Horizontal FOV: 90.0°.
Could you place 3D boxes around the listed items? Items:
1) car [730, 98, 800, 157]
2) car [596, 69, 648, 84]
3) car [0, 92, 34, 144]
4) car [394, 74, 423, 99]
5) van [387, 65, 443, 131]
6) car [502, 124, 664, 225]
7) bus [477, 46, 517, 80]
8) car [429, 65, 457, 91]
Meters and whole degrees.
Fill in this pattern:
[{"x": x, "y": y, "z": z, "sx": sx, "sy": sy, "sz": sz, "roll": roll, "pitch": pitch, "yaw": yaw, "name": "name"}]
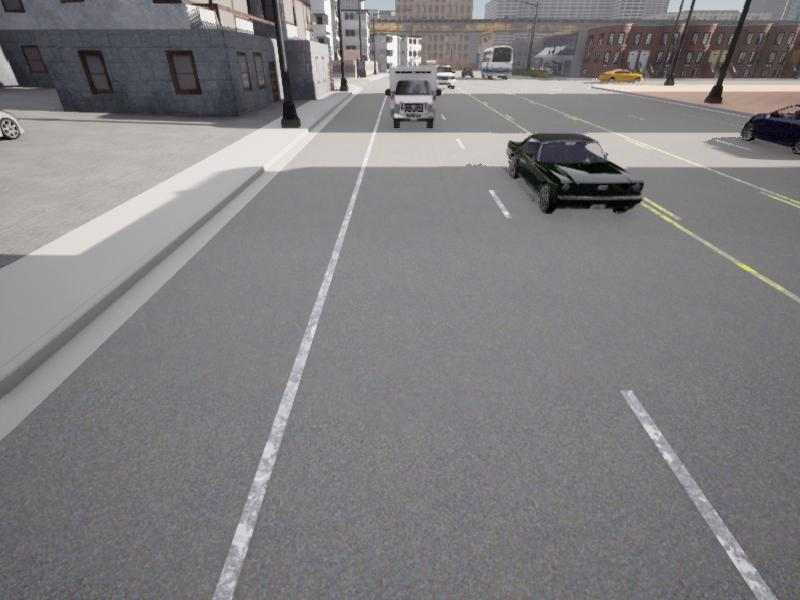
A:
[{"x": 14.618, "y": -6.379, "z": 14.657, "sx": 1.845, "sy": 1.501, "sz": 3.633, "roll": 0, "pitch": 32, "yaw": 0, "name": "car"}, {"x": 26.888, "y": -27.229, "z": 48.671, "sx": 5.008, "sy": 1.535, "sz": 1.882, "roll": 1, "pitch": 31, "yaw": 1, "name": "car"}, {"x": -14.861, "y": -5.826, "z": 13.148, "sx": 1.970, "sy": 1.475, "sz": 3.806, "roll": 0, "pitch": 32, "yaw": 0, "name": "car"}, {"x": 0.616, "y": -17.259, "z": 32.195, "sx": 2.128, "sy": 1.511, "sz": 4.902, "roll": 0, "pitch": 31, "yaw": 0, "name": "car"}, {"x": 0.619, "y": -10.371, "z": 20.213, "sx": 2.351, "sy": 2.431, "sz": 6.366, "roll": 0, "pitch": 32, "yaw": 0, "name": "van"}, {"x": 4.092, "y": -3.350, "z": 10.000, "sx": 1.895, "sy": 1.301, "sz": 4.718, "roll": 0, "pitch": 32, "yaw": 0, "name": "car"}, {"x": 14.931, "y": -37.191, "z": 62.819, "sx": 3.944, "sy": 4.253, "sz": 10.273, "roll": 1, "pitch": 31, "yaw": 2, "name": "bus"}, {"x": 4.138, "y": -21.876, "z": 39.269, "sx": 2.150, "sy": 2.045, "sz": 5.566, "roll": 0, "pitch": 31, "yaw": 0, "name": "car"}]
